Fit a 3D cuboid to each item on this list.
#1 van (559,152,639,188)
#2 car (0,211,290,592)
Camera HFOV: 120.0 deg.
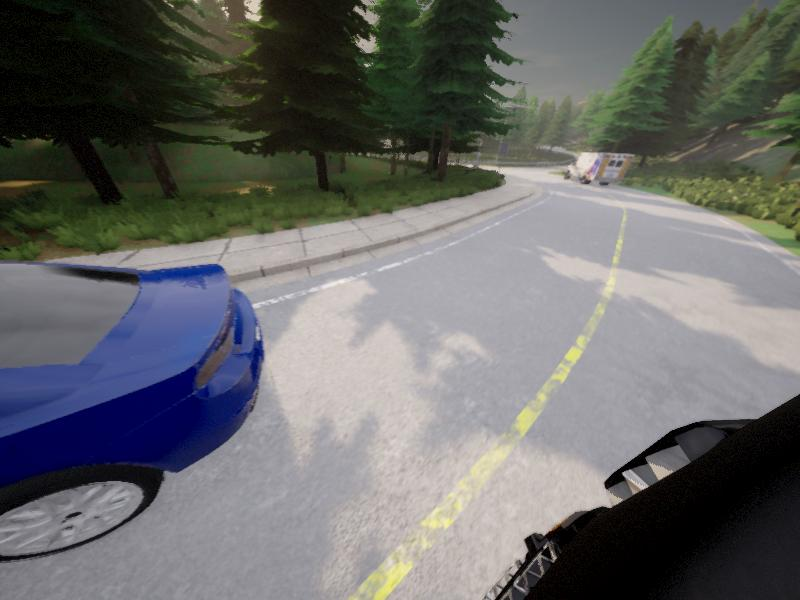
[{"bbox_3d":[18.021,-12.297,21.581,2.351,2.431,6.366,6,34,5],"label":"van"},{"bbox_3d":[-3.544,0.796,1.091,5.008,1.535,1.882,-17,38,-27],"label":"car"}]
